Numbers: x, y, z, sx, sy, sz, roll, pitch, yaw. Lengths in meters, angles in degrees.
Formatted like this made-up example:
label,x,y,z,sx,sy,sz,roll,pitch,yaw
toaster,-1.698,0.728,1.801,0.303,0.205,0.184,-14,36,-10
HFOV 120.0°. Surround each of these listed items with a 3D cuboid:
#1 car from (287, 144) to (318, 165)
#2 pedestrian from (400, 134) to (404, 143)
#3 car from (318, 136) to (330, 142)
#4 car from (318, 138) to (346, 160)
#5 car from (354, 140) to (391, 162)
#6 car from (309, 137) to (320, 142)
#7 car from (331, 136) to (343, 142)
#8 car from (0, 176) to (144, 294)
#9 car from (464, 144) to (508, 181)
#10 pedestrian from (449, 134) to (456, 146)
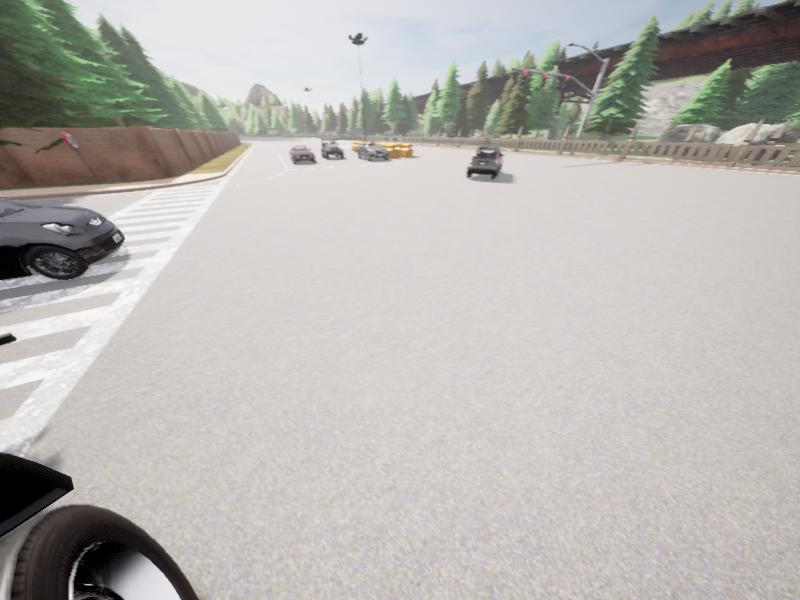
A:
label,x,y,z,sx,sy,sz,roll,pitch,yaw
car,-9.362,-13.904,22.010,1.994,1.385,4.181,-16,39,-20
pedestrian,0.457,-42.204,60.447,0.751,1.860,0.751,-16,39,-20
car,-26.093,-55.444,79.541,2.038,1.542,4.974,-24,42,-29
car,-7.520,-16.612,25.303,1.905,1.878,3.866,-16,39,-20
car,-2.964,-15.697,24.230,2.152,1.651,5.027,-16,39,-20
car,-28.593,-53.810,77.425,1.970,1.475,3.806,-24,42,-29
car,-21.713,-55.237,79.297,1.837,1.490,4.892,-24,42,-29
car,-7.682,-1.078,4.078,3.633,1.501,1.845,-18,39,-22
car,5.478,-8.752,14.549,1.851,1.617,3.988,14,38,19
pedestrian,10.285,-31.380,45.366,0.751,1.860,0.751,-15,38,-19
